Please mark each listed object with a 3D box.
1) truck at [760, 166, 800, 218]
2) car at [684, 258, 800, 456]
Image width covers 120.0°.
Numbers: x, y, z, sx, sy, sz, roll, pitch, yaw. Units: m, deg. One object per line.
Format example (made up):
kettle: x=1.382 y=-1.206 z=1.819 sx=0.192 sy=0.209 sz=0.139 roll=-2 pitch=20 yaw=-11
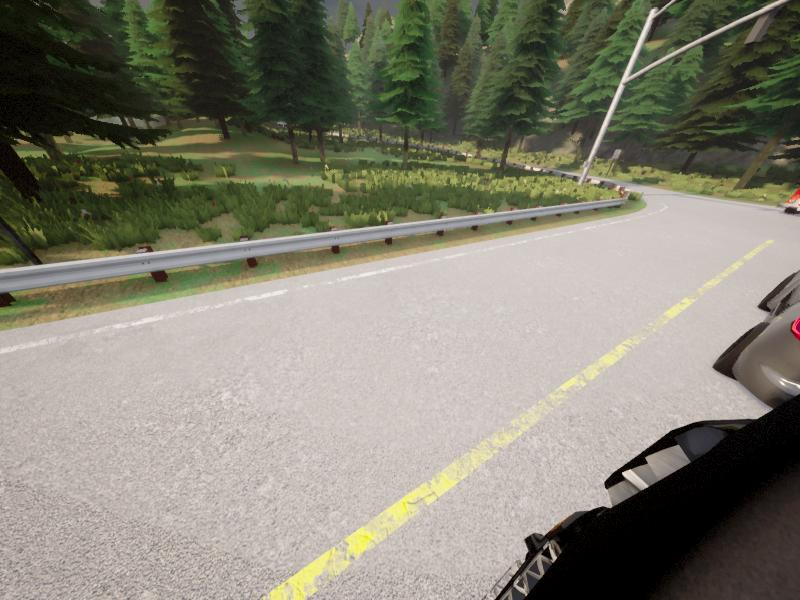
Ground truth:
truck: x=22.789 y=-5.138 z=11.226 sx=5.204 sy=2.467 sz=2.627 roll=2 pitch=33 yaw=-3
car: x=5.832 y=0.331 z=2.379 sx=4.611 sy=1.667 sz=2.242 roll=-16 pitch=38 yaw=-26
